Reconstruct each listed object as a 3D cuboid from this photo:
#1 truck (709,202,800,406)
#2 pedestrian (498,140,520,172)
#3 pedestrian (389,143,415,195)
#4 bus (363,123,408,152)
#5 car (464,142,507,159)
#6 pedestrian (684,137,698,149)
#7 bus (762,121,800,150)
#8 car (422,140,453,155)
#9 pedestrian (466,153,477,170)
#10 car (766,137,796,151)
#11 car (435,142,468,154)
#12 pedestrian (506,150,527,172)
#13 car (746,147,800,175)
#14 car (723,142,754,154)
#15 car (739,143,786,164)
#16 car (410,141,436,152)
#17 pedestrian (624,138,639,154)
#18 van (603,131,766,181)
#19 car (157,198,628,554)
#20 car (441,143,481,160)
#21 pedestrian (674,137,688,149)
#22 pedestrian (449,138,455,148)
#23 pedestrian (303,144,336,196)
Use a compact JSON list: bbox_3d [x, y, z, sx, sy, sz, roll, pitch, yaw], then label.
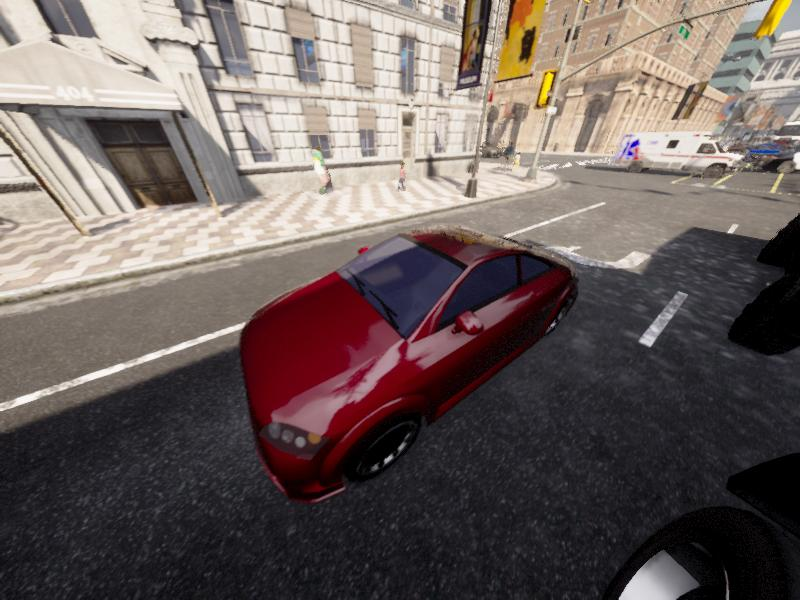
[{"bbox_3d":[6.938,-0.545,2.830,6.274,2.098,2.390,-22,40,-28],"label":"truck"},{"bbox_3d":[7.798,-10.331,16.565,0.751,1.860,0.751,-26,43,-31],"label":"pedestrian"},{"bbox_3d":[0.081,-5.700,10.066,0.751,1.860,0.751,-22,41,-28],"label":"pedestrian"},{"bbox_3d":[-3.092,-32.258,45.969,3.944,4.253,10.273,-22,40,-28],"label":"bus"},{"bbox_3d":[11.005,-19.504,30.011,2.242,1.667,4.611,-22,41,-28],"label":"car"},{"bbox_3d":[55.988,-30.269,44.419,0.751,1.860,0.751,-23,41,-28],"label":"pedestrian"},{"bbox_3d":[74.775,-31.484,44.208,10.273,4.253,3.944,-22,41,-28],"label":"bus"},{"bbox_3d":[5.773,-23.835,36.014,1.932,1.855,4.605,-22,40,-28],"label":"car"},{"bbox_3d":[5.331,-10.394,17.335,0.500,1.100,0.500,-4,35,-5],"label":"pedestrian"},{"bbox_3d":[65.252,-26.708,39.592,3.866,1.878,1.905,-22,41,-28],"label":"car"},{"bbox_3d":[8.367,-25.121,38.074,1.801,1.575,5.366,-22,41,-28],"label":"car"},{"bbox_3d":[8.186,-9.800,16.296,0.751,1.300,0.751,-18,39,-24],"label":"pedestrian"},{"bbox_3d":[28.613,-9.518,15.828,4.974,1.542,2.038,19,39,25],"label":"car"},{"bbox_3d":[51.700,-23.237,35.275,4.718,1.301,1.895,-22,41,-28],"label":"car"},{"bbox_3d":[37.305,-15.169,23.760,5.008,1.535,1.882,-22,41,-27],"label":"car"},{"bbox_3d":[4.140,-28.638,43.040,1.930,1.638,5.238,-22,41,-28],"label":"car"},{"bbox_3d":[31.831,-21.192,31.757,0.751,1.860,0.751,-29,44,-35],"label":"pedestrian"},{"bbox_3d":[18.759,-10.043,15.879,2.351,2.431,6.366,-22,41,-28],"label":"van"},{"bbox_3d":[0.370,-0.044,2.781,4.181,1.385,1.994,-22,41,-28],"label":"car"},{"bbox_3d":[7.552,-18.754,29.101,2.007,1.525,4.514,-22,41,-28],"label":"car"},{"bbox_3d":[51.157,-28.544,42.015,0.751,1.860,0.751,-19,39,-24],"label":"pedestrian"},{"bbox_3d":[11.223,-34.121,50.255,0.751,1.860,0.751,-24,42,-30],"label":"pedestrian"},{"bbox_3d":[-3.392,-5.542,9.872,0.751,1.860,0.751,-27,43,-33],"label":"pedestrian"}]
